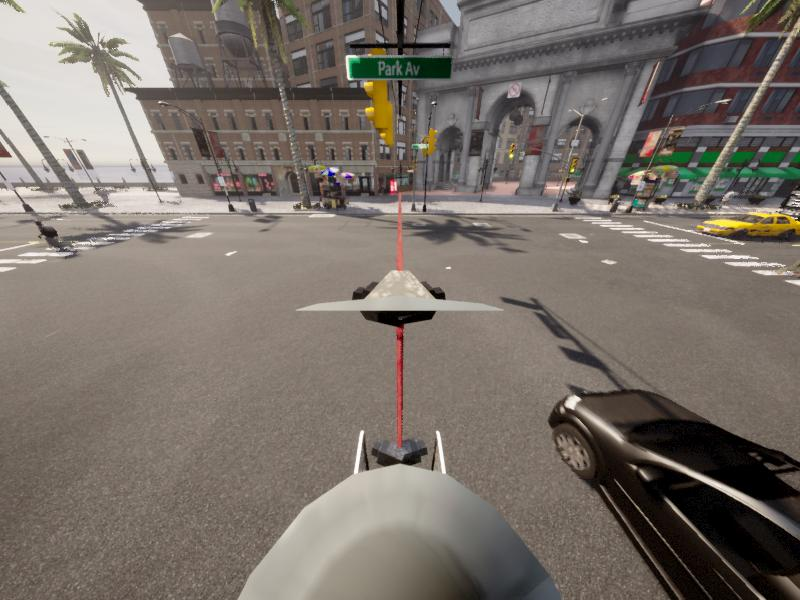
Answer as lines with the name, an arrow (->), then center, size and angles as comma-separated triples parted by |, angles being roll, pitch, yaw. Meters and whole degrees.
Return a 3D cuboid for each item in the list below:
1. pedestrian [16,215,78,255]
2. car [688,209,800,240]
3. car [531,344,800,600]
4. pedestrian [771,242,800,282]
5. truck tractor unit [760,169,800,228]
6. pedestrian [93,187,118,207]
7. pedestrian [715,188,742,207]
pedestrian -> -17.952, -3.302, 11.817 | 0.751, 1.860, 0.751 | 1, 30, 1
car -> 22.686, -4.875, 14.866 | 5.366, 1.575, 1.801 | 0, 30, 0
car -> 3.542, 2.424, 2.201 | 1.851, 1.617, 3.988 | -3, 30, -6
pedestrian -> 16.143, -1.689, 9.021 | 0.751, 1.860, 0.751 | 0, 30, 0
truck tractor unit -> 33.200, -7.490, 16.754 | 6.516, 4.208, 3.053 | 2, 30, 2
pedestrian -> -32.219, -11.257, 25.291 | 0.751, 1.860, 0.751 | 4, 30, 6
pedestrian -> 35.609, -11.138, 25.083 | 0.751, 1.860, 0.751 | -1, 30, -1
